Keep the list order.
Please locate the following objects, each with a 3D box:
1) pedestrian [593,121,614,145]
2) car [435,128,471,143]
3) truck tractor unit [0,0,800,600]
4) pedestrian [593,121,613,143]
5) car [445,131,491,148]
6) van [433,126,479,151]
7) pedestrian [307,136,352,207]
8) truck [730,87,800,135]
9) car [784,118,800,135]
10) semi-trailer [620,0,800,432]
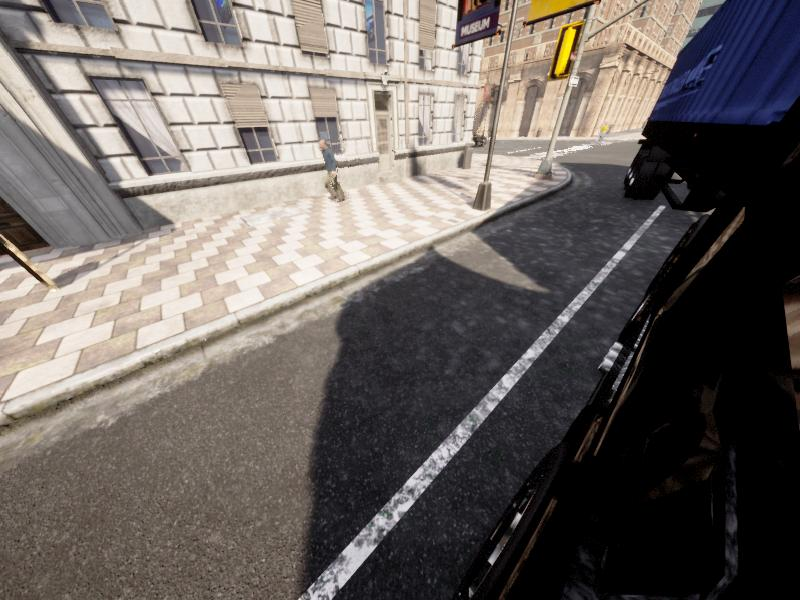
[{"bbox_3d":[20.136,-16.536,22.869,0.751,1.860,0.751,-32,46,-33],"label":"pedestrian"},{"bbox_3d":[7.986,-25.328,35.603,1.930,1.638,5.238,-29,44,-30],"label":"car"},{"bbox_3d":[2.645,-0.295,0.351,6.516,4.208,3.053,-28,44,-30],"label":"truck tractor unit"},{"bbox_3d":[21.508,-17.796,24.467,0.751,1.860,0.751,-26,43,-28],"label":"pedestrian"},{"bbox_3d":[7.866,-18.936,27.195,1.837,1.490,4.892,-29,44,-30],"label":"car"},{"bbox_3d":[5.823,-17.275,24.694,1.775,1.987,4.442,-29,44,-30],"label":"van"},{"bbox_3d":[-2.222,-4.103,7.416,0.751,1.860,0.751,-27,43,-28],"label":"pedestrian"},{"bbox_3d":[41.742,-21.454,26.478,8.468,3.827,2.891,-29,44,-30],"label":"truck"},{"bbox_3d":[43.618,-18.671,24.754,4.718,1.301,1.895,-29,44,-30],"label":"car"},{"bbox_3d":[7.689,-4.149,5.011,2.717,4.402,14.254,23,44,30],"label":"semi-trailer"}]
